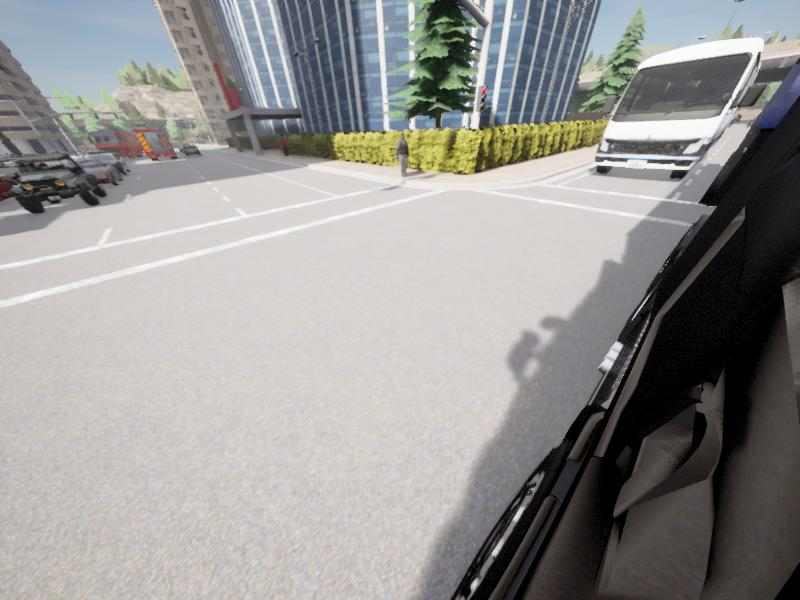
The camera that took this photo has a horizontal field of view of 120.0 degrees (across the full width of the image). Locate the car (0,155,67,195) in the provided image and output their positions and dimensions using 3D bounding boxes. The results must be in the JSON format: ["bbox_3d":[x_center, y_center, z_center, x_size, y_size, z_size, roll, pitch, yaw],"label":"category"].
[{"bbox_3d":[-24.007,-7.953,14.551,2.242,1.667,4.611,-28,44,-30],"label":"car"}]

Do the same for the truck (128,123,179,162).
[{"bbox_3d":[-33.095,-21.284,31.265,2.891,3.827,8.468,-28,44,-30],"label":"truck"}]

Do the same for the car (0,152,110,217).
[{"bbox_3d":[-14.878,-5.155,10.003,1.905,1.878,3.866,-29,44,-30],"label":"car"}]

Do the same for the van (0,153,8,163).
[{"bbox_3d":[-73.693,-24.991,40.473,4.442,1.987,1.775,-28,43,-30],"label":"van"}]

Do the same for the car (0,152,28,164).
[{"bbox_3d":[-69.155,-24.471,39.897,4.792,1.488,2.163,-28,43,-30],"label":"car"}]

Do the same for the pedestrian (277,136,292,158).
[{"bbox_3d":[-12.052,-15.968,24.078,0.751,1.860,0.751,-26,42,-27],"label":"pedestrian"}]

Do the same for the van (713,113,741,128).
[{"bbox_3d":[57.376,-31.511,40.566,4.442,1.987,1.775,-26,43,-28],"label":"van"}]

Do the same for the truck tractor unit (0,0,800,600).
[{"bbox_3d":[2.645,-0.295,0.351,6.516,4.208,3.053,-28,44,-30],"label":"truck tractor unit"}]

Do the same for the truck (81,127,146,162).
[{"bbox_3d":[-42.704,-23.537,34.927,2.891,3.827,8.468,-22,41,-23],"label":"truck"}]

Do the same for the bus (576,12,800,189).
[{"bbox_3d":[13.437,-8.733,10.955,10.273,4.253,3.944,-28,44,-30],"label":"bus"}]

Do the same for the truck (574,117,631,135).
[{"bbox_3d":[33.019,-28.459,37.887,2.390,2.098,6.274,-28,43,-30],"label":"truck"}]

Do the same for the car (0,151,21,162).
[{"bbox_3d":[-78.335,-27.553,44.512,1.930,1.638,5.238,27,46,34],"label":"car"}]

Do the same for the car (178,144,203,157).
[{"bbox_3d":[-32.012,-22.878,35.273,2.128,1.511,4.902,-29,44,-30],"label":"car"}]

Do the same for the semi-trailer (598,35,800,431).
[{"bbox_3d":[8.717,-3.588,4.216,14.254,4.402,2.717,-28,43,-30],"label":"semi-trailer"}]

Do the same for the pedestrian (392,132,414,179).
[{"bbox_3d":[0.157,-7.015,11.237,0.751,1.860,0.751,-19,40,-21],"label":"pedestrian"}]

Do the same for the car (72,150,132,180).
[{"bbox_3d":[-23.870,-11.063,18.746,1.930,1.638,5.238,-29,44,-30],"label":"car"}]

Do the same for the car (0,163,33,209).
[{"bbox_3d":[-19.731,-5.045,10.472,1.882,1.535,5.008,-28,44,-30],"label":"car"}]

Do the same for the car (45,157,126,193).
[{"bbox_3d":[-19.320,-7.932,14.467,1.994,1.385,4.181,-27,43,-29],"label":"car"}]
